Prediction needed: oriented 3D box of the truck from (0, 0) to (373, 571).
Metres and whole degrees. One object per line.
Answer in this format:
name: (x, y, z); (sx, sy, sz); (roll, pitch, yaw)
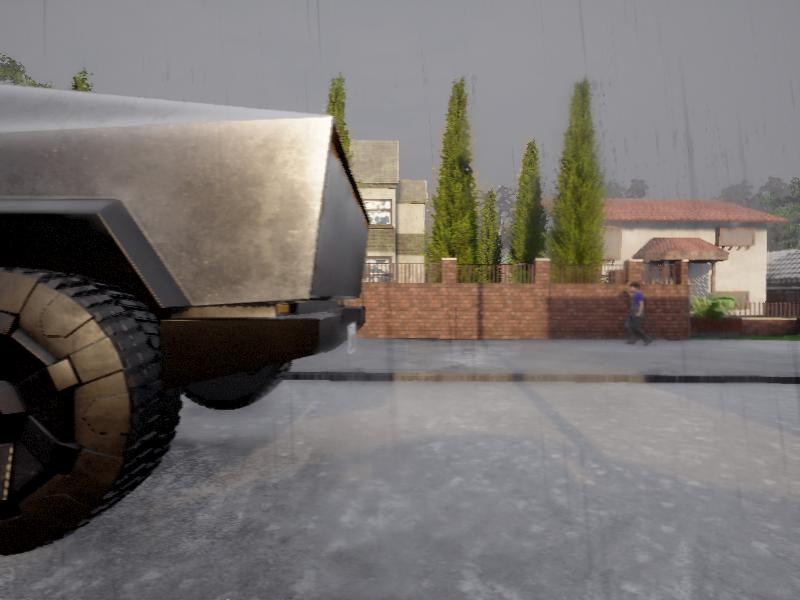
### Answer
truck: (-3.398, -0.118, 2.588); (6.274, 2.098, 2.390); (0, 0, 0)

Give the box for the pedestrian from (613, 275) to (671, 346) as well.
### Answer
pedestrian: (4.665, 0.193, 7.765); (0.751, 1.300, 0.751); (0, 0, 13)

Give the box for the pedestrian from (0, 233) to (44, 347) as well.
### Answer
pedestrian: (-6.832, -0.170, 6.888); (0.751, 1.860, 0.751); (0, 0, -6)
